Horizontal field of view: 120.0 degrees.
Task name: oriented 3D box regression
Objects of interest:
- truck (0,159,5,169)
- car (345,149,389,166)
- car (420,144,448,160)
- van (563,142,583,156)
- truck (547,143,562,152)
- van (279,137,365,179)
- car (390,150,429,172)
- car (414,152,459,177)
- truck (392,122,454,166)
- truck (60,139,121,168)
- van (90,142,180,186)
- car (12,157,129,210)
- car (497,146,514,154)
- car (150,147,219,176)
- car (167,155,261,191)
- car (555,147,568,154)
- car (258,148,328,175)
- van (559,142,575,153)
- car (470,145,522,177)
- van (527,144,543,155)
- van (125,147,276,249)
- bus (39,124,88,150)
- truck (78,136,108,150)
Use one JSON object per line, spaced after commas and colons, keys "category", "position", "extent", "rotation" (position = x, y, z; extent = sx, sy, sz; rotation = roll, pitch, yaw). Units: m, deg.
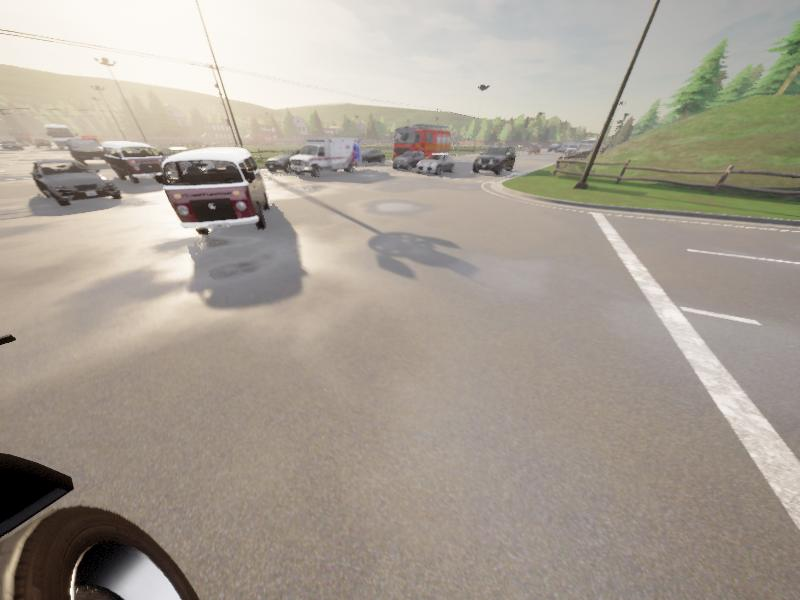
{"category": "truck", "position": [-34.651, -12.047, 17.492], "extent": [8.468, 3.827, 2.891], "rotation": [25, 41, 31]}
{"category": "car", "position": [-3.593, -16.243, 26.221], "extent": [2.163, 1.488, 4.792], "rotation": [24, 41, 30]}
{"category": "car", "position": [5.219, -22.691, 35.392], "extent": [1.932, 1.855, 4.605], "rotation": [25, 41, 30]}
{"category": "van", "position": [39.319, -34.360, 52.462], "extent": [2.351, 2.431, 6.366], "rotation": [24, 41, 30]}
{"category": "truck", "position": [46.515, -45.771, 69.437], "extent": [2.390, 2.098, 6.274], "rotation": [24, 41, 30]}
{"category": "van", "position": [-5.663, -11.335, 18.229], "extent": [2.351, 2.431, 6.366], "rotation": [17, 38, 22]}
{"category": "car", "position": [0.911, -13.003, 21.559], "extent": [1.845, 1.501, 3.633], "rotation": [23, 41, 29]}
{"category": "car", "position": [3.057, -11.264, 19.126], "extent": [1.970, 1.475, 3.806], "rotation": [23, 41, 29]}
{"category": "truck", "position": [2.886, -18.619, 27.722], "extent": [2.891, 3.827, 8.468], "rotation": [25, 41, 30]}
{"category": "truck", "position": [-29.632, -14.096, 22.078], "extent": [6.274, 2.098, 2.390], "rotation": [25, 41, 30]}
{"category": "van", "position": [-16.274, -8.497, 14.252], "extent": [4.480, 2.038, 2.069], "rotation": [21, 39, 26]}
{"category": "car", "position": [-14.016, -5.098, 9.866], "extent": [4.193, 1.474, 1.816], "rotation": [19, 39, 25]}
{"category": "car", "position": [26.478, -37.689, 57.847], "extent": [2.038, 1.542, 4.974], "rotation": [24, 41, 30]}
{"category": "car", "position": [-16.878, -10.945, 18.120], "extent": [4.611, 1.667, 2.242], "rotation": [22, 40, 28]}
{"category": "car", "position": [-10.646, -7.654, 13.730], "extent": [1.994, 1.385, 4.181], "rotation": [3, 35, 3]}
{"category": "car", "position": [42.495, -39.406, 60.758], "extent": [1.994, 1.385, 4.181], "rotation": [24, 41, 30]}
{"category": "car", "position": [-8.879, -11.965, 19.793], "extent": [2.152, 1.651, 5.027], "rotation": [18, 38, 23]}
{"category": "van", "position": [47.937, -43.711, 66.181], "extent": [2.351, 2.431, 6.366], "rotation": [24, 41, 30]}
{"category": "car", "position": [8.415, -12.195, 20.072], "extent": [2.150, 2.045, 5.566], "rotation": [24, 41, 30]}
{"category": "van", "position": [31.150, -34.783, 53.311], "extent": [1.775, 1.987, 4.442], "rotation": [24, 41, 30]}
{"category": "van", "position": [-5.386, -3.510, 7.225], "extent": [2.069, 2.038, 4.480], "rotation": [-13, 37, -18]}
{"category": "bus", "position": [-71.126, -34.417, 48.880], "extent": [10.273, 4.253, 3.944], "rotation": [25, 41, 31]}
{"category": "truck", "position": [-65.106, -33.334, 48.996], "extent": [5.204, 2.467, 2.627], "rotation": [25, 41, 31]}
